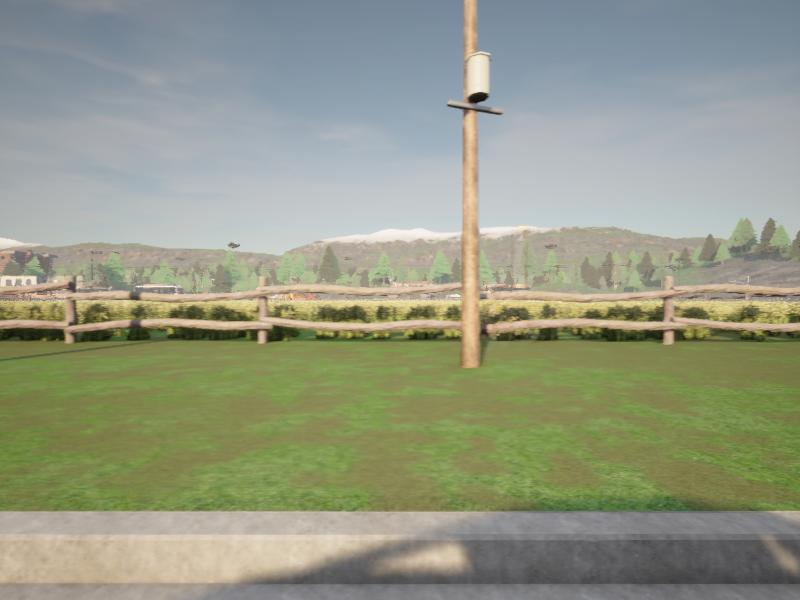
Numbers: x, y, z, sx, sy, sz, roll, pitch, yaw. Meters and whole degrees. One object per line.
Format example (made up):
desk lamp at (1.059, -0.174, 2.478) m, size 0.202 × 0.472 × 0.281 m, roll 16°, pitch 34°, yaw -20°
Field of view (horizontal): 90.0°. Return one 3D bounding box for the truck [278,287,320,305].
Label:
truck at (-22.160, -0.919, 88.170) m, size 8.468 × 3.827 × 2.891 m, roll 0°, pitch 0°, yaw 0°

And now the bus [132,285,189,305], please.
bus at (-52.665, -1.126, 88.155) m, size 10.273 × 4.253 × 3.944 m, roll 0°, pitch 0°, yaw 0°

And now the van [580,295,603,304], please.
van at (42.335, -0.012, 88.473) m, size 4.442 × 1.987 × 1.775 m, roll 0°, pitch 0°, yaw 0°

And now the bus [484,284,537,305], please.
bus at (23.310, -1.144, 85.006) m, size 10.273 × 4.253 × 3.944 m, roll 0°, pitch 0°, yaw 0°

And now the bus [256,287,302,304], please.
bus at (-29.744, -1.131, 98.761) m, size 10.273 × 4.253 × 3.944 m, roll 0°, pitch 0°, yaw 0°
